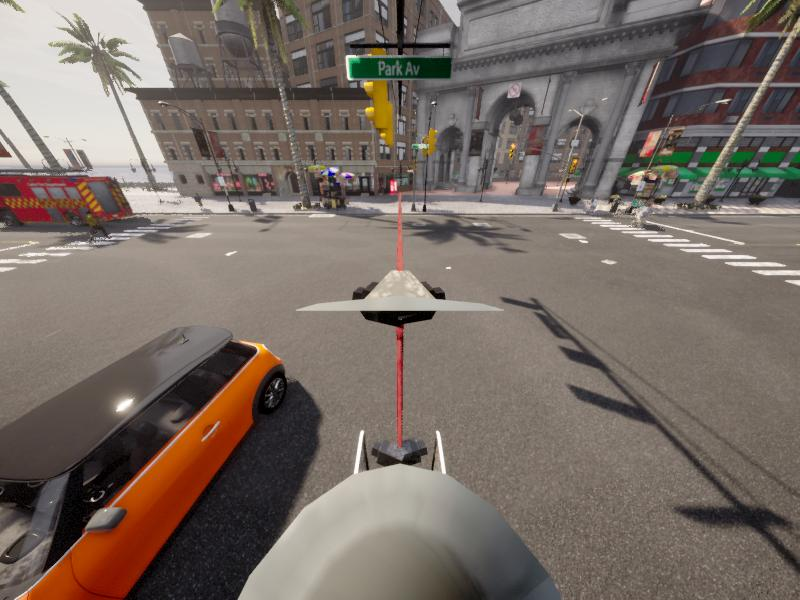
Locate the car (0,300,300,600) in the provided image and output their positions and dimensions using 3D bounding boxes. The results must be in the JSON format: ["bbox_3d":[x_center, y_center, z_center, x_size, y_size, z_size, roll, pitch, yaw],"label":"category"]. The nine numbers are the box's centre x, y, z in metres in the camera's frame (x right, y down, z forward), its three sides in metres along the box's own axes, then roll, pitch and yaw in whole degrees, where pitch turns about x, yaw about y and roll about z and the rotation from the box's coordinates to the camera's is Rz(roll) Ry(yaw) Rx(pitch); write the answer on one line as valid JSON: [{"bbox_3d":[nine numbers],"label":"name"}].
[{"bbox_3d":[-3.582,1.982,2.778,2.097,1.767,4.553,5,30,8],"label":"car"}]

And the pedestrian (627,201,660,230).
[{"bbox_3d":[17.481,-6.084,16.635,0.751,1.860,0.751,1,30,1],"label":"pedestrian"}]

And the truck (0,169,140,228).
[{"bbox_3d":[-26.699,-7.862,17.798,8.468,3.827,2.891,0,30,1],"label":"truck"}]

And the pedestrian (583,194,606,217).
[{"bbox_3d":[17.747,-8.691,21.147,0.751,1.860,0.751,2,30,3],"label":"pedestrian"}]

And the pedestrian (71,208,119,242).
[{"bbox_3d":[-18.252,-4.498,13.887,0.751,1.860,0.751,-1,30,-2],"label":"pedestrian"}]

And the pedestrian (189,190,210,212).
[{"bbox_3d":[-19.466,-9.604,22.426,0.751,1.860,0.751,16,34,26],"label":"pedestrian"}]
